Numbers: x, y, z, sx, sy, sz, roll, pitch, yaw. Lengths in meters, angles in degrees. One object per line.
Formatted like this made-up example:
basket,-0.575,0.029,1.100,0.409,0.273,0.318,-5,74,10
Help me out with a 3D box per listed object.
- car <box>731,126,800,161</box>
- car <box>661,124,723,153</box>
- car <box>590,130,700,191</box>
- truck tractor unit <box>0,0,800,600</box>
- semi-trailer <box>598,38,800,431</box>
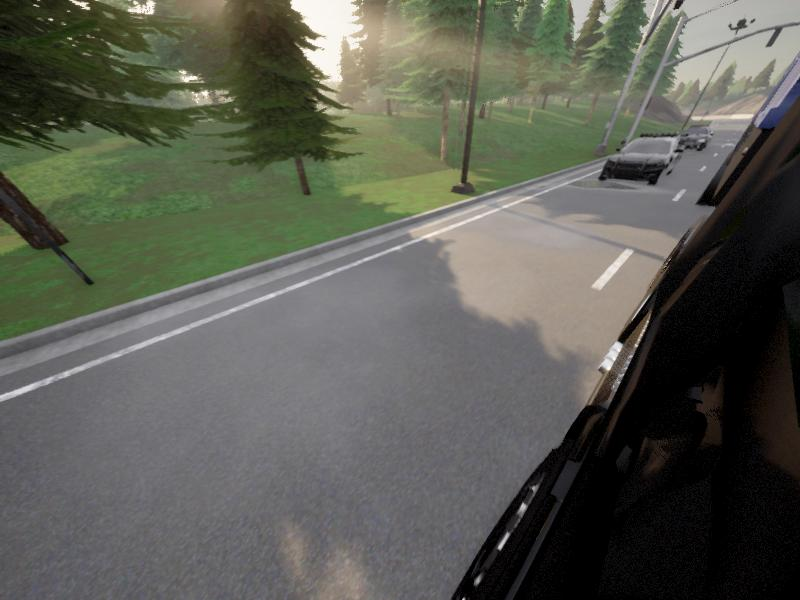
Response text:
car,21.829,-9.313,13.672,4.181,1.385,1.994,-28,43,-30
car,22.131,-12.257,17.501,4.974,1.542,2.038,-27,43,-30
car,10.564,-6.160,9.923,5.238,1.638,1.930,-28,43,-30
truck tractor unit,2.645,-0.295,0.351,6.516,4.208,3.053,-28,44,-30
semi-trailer,8.696,-3.595,4.247,14.254,4.402,2.717,-28,43,-30
